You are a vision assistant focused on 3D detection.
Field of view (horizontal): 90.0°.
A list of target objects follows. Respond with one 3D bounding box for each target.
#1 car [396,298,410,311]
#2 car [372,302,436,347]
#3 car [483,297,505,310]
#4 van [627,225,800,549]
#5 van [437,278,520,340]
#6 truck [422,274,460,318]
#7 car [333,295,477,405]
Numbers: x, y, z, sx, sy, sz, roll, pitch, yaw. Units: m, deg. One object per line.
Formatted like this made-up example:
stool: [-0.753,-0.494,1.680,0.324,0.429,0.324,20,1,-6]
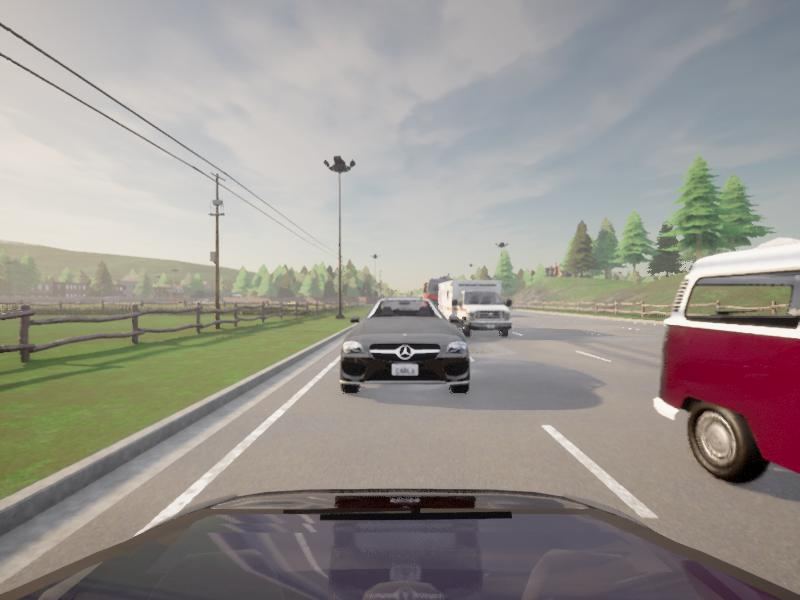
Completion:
car: [0.464,0.621,56.844,1.932,1.855,4.605,0,-1,0]
car: [0.151,0.826,15.933,2.163,1.488,4.792,0,0,0]
car: [14.506,0.522,61.972,2.150,2.045,5.566,0,0,0]
van: [3.545,0.547,2.198,2.069,2.038,4.480,0,0,0]
van: [3.386,0.350,18.904,2.351,2.431,6.366,0,0,-3]
truck: [3.823,-0.355,39.191,2.891,3.827,8.468,0,0,0]
car: [0.095,0.758,8.512,2.152,1.651,5.027,0,0,0]
